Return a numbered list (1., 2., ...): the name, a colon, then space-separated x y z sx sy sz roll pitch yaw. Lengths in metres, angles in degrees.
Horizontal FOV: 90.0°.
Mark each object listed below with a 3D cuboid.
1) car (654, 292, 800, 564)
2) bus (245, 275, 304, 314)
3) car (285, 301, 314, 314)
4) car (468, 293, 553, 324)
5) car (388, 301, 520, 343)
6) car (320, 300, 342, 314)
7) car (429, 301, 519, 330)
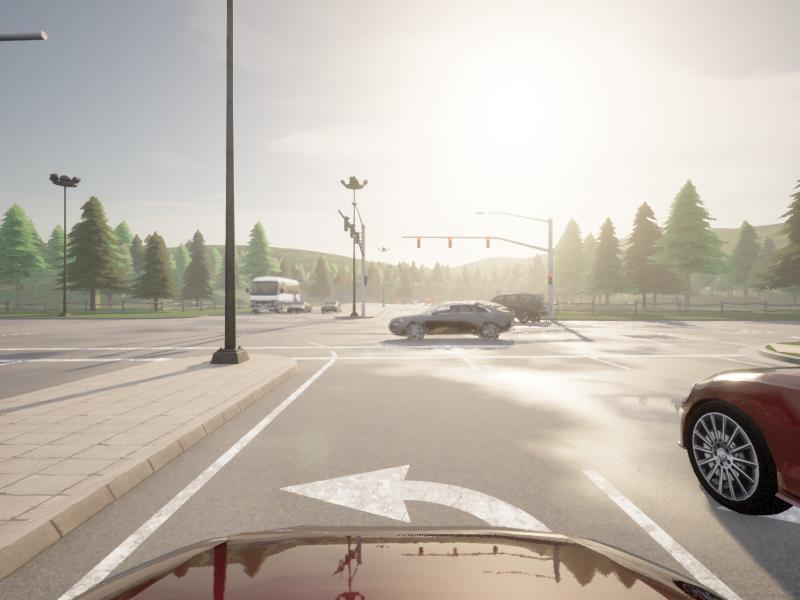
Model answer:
1. car: 3.500 0.779 1.307 2.152 1.651 5.027 0 0 0
2. bus: -14.868 -0.577 48.728 3.944 4.253 10.273 0 0 0
3. car: -11.491 0.854 46.103 2.033 1.411 5.357 0 0 0
4. car: 7.967 0.541 29.229 5.566 2.045 2.150 0 1 41
5. car: 2.004 0.821 16.012 4.902 1.511 2.128 0 0 -3
6. car: -7.989 0.803 46.734 1.837 1.490 4.892 0 0 0
7. car: 4.209 0.823 23.287 4.892 1.490 1.837 0 1 41
